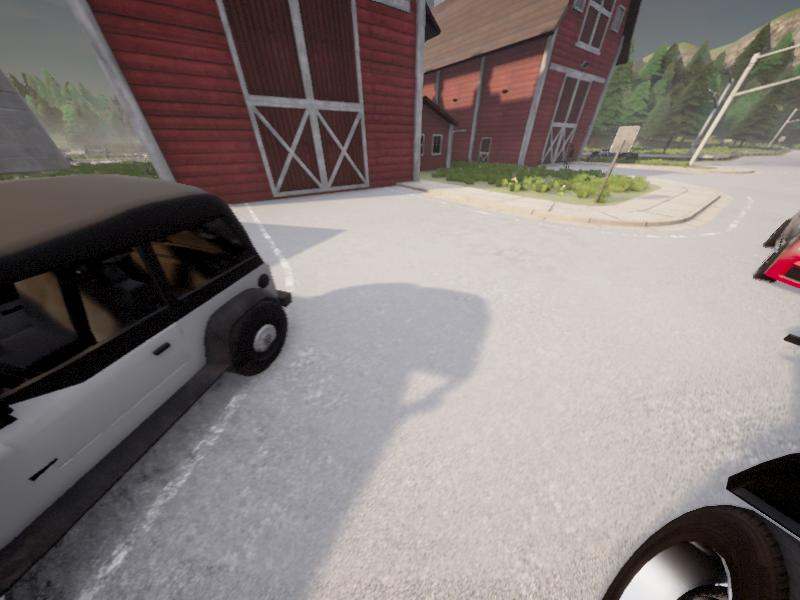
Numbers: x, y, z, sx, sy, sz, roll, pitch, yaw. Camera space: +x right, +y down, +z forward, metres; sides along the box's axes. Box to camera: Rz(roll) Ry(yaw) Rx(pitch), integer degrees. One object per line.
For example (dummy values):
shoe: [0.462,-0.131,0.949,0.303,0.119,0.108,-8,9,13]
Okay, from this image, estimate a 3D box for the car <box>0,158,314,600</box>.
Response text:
car: [-2.577,0.429,1.573,1.905,1.878,3.866,11,38,7]

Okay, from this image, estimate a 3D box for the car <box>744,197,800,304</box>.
car: [8.991,-1.146,4.209,4.611,1.667,2.242,-22,40,-28]

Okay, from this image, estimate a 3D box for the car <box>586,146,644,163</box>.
car: [28.814,-19.709,31.189,1.930,1.638,5.238,-21,40,-27]

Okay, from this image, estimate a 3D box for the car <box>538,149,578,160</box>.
car: [24.683,-22.981,36.325,1.895,1.301,4.718,-21,40,-27]

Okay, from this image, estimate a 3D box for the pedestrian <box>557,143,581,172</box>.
pedestrian: [13.381,-11.304,18.319,0.751,1.860,0.751,-22,40,-29]
